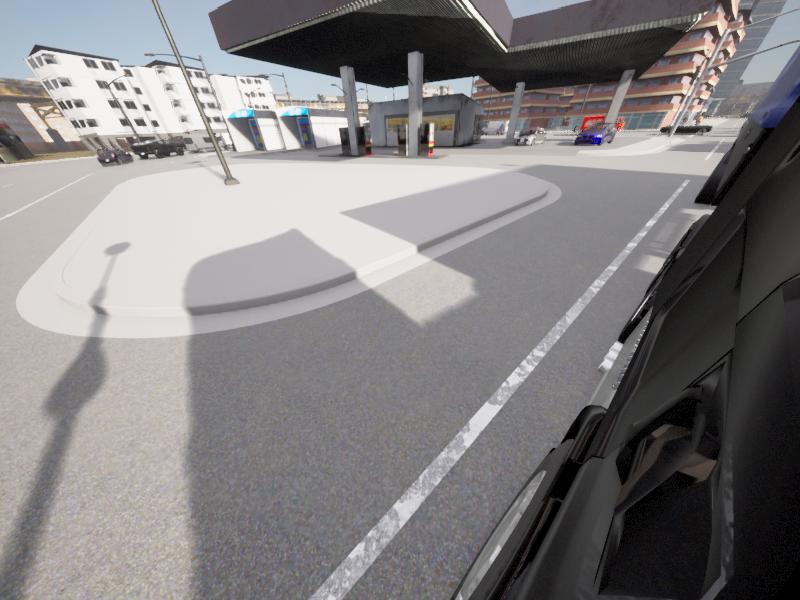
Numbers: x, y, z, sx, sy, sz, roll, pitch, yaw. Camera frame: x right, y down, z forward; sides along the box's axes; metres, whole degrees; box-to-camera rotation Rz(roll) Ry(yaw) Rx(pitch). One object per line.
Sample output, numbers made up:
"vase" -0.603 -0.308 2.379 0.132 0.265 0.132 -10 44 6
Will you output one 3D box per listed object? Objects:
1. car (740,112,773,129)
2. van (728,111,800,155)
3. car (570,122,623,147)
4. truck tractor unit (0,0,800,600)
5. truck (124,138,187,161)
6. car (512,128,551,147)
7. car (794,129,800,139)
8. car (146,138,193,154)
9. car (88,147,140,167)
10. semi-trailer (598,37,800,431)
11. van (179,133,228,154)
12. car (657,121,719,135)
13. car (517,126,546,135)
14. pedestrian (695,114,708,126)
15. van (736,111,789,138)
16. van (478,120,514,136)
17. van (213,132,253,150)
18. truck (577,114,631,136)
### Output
"car" 52.889 -26.626 34.302 4.605 1.855 1.932 -29 44 -30
"van" 23.450 -10.699 14.751 4.480 2.038 2.069 -29 44 -30
"car" 18.542 -15.630 21.760 4.611 1.667 2.242 -28 44 -30
"truck tractor unit" 2.645 -0.295 0.351 6.516 4.208 3.053 -28 44 -30
"truck" -32.886 -20.637 31.527 2.390 2.098 6.274 -5 37 -3
"car" 14.237 -17.690 25.051 3.806 1.475 1.970 -28 44 -30
"car" 36.927 -15.197 20.035 3.866 1.878 1.905 -29 44 -30
"car" -41.707 -28.074 42.063 2.150 2.045 5.566 8 38 15
"car" -31.570 -15.979 25.695 1.845 1.501 3.633 -13 38 -13
"semi-trailer" 8.663 -3.631 4.258 14.254 4.402 2.717 -29 44 -30
"van" -32.059 -25.838 38.054 1.988 2.561 5.915 4 37 9
"car" 36.698 -21.957 29.576 1.895 1.301 4.718 -29 44 -31
"car" 25.286 -32.556 44.391 1.994 1.385 4.181 -29 44 -30
"pedestrian" 56.789 -33.918 43.520 0.751 1.860 0.751 24 44 31
"van" 36.854 -17.976 23.630 4.480 2.038 2.069 -28 44 -30
"van" 20.125 -36.316 48.853 2.351 2.431 6.366 -29 44 -31
"van" -32.603 -31.365 45.468 1.988 2.561 5.915 13 39 19
"truck" 30.626 -26.368 34.871 2.627 2.467 5.204 -30 44 -31
